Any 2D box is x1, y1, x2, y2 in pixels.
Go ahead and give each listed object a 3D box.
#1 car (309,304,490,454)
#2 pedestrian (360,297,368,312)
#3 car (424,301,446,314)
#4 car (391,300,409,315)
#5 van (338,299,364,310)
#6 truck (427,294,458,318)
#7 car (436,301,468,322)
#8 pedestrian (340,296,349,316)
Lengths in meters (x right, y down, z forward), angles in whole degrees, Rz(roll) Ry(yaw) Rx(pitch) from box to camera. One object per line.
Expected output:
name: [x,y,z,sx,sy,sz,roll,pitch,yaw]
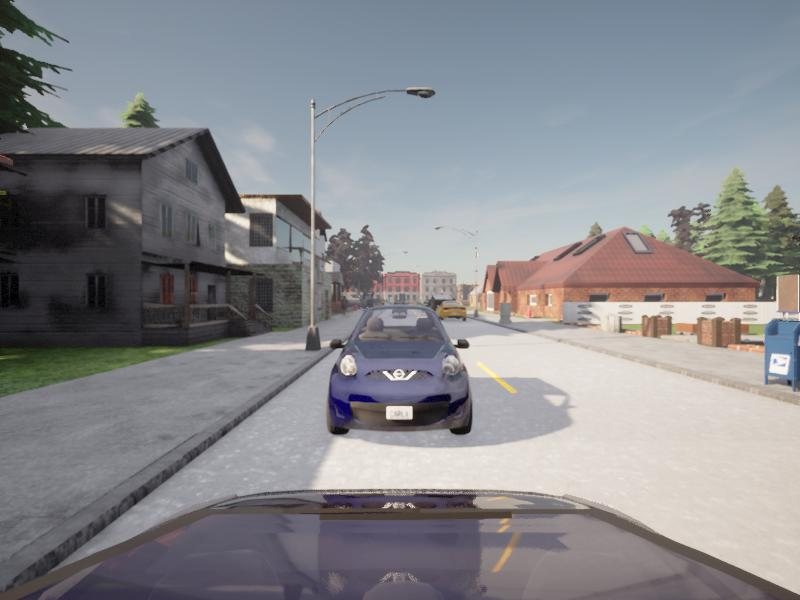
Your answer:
car: [-0.007,0.825,5.901,1.845,1.501,3.633,0,0,0]
pedestrian: [-4.311,0.517,48.005,0.751,1.860,0.751,0,0,13]
car: [3.962,0.820,46.583,2.128,1.511,4.902,0,0,0]
car: [-0.027,0.774,42.834,1.851,1.617,3.988,0,0,0]
van: [-8.852,0.793,72.245,4.442,1.987,1.775,0,0,0]
truck: [3.974,0.529,38.847,2.390,2.098,6.274,0,0,0]
car: [3.981,0.812,31.381,1.882,1.535,5.008,0,0,0]
pedestrian: [-5.192,0.521,37.460,0.751,1.860,0.751,0,0,-3]
